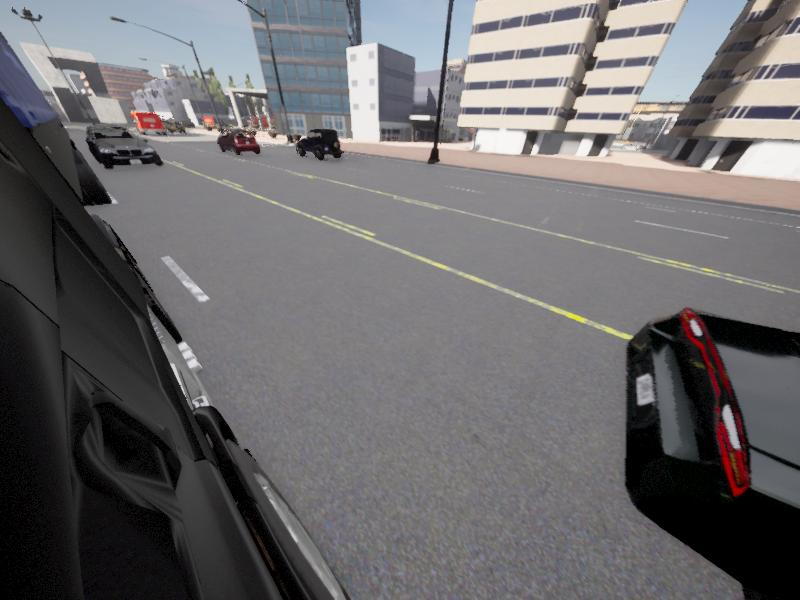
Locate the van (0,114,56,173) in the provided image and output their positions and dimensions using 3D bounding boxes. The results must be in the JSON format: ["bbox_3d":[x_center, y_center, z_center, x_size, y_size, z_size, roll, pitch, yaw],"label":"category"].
[{"bbox_3d":[-18.174,-7.301,10.607,4.442,1.987,1.775,27,43,29],"label":"van"}]

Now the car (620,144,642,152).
[{"bbox_3d":[59.315,-39.185,59.416,3.633,1.501,1.845,25,42,29],"label":"car"}]

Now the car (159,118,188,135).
[{"bbox_3d":[-35.464,-27.207,36.201,4.605,1.855,1.932,30,45,31],"label":"car"}]

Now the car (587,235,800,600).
[{"bbox_3d":[3.883,1.536,0.563,4.974,1.542,2.038,28,43,29],"label":"car"}]

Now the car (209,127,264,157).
[{"bbox_3d":[-12.865,-12.506,18.209,3.988,1.617,1.851,27,43,29],"label":"car"}]

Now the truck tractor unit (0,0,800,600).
[{"bbox_3d":[-2.645,-0.295,0.351,6.516,4.208,3.053,28,44,30],"label":"truck tractor unit"}]

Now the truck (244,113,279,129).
[{"bbox_3d":[-44.877,-57.999,75.107,2.891,3.827,8.468,30,45,31],"label":"truck"}]

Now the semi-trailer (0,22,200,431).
[{"bbox_3d":[-8.605,-3.665,4.320,14.254,4.402,2.717,29,44,31],"label":"semi-trailer"}]

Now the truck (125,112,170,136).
[{"bbox_3d":[-34.432,-24.020,31.513,5.204,2.467,2.627,28,44,30],"label":"truck"}]

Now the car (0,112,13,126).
[{"bbox_3d":[-62.984,-27.275,34.634,4.553,1.767,2.097,-8,38,-14],"label":"car"}]

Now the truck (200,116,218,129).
[{"bbox_3d":[-48.524,-45.179,58.888,2.627,2.467,5.204,-17,41,-25],"label":"truck"}]

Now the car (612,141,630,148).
[{"bbox_3d":[69.251,-48.859,72.524,3.806,1.475,1.970,25,42,29],"label":"car"}]

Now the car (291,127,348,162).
[{"bbox_3d":[-6.095,-11.833,17.499,3.866,1.878,1.905,27,43,29],"label":"car"}]

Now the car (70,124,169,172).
[{"bbox_3d":[-14.732,-8.096,12.148,4.611,1.667,2.242,27,43,29],"label":"car"}]
